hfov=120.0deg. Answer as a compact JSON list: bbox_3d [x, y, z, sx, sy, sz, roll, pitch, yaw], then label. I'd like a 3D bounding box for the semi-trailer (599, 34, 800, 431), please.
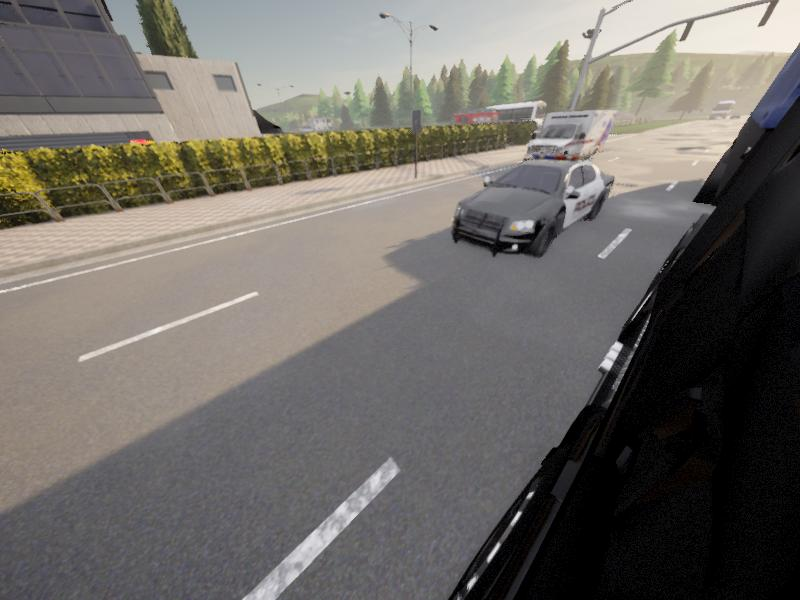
[{"bbox_3d":[8.649,-3.651,4.258,14.254,4.402,2.717,-29,44,-30],"label":"semi-trailer"}]

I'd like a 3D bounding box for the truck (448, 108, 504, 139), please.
[{"bbox_3d":[12.482,-29.672,39.064,2.891,3.827,8.468,-28,44,-29],"label":"truck"}]

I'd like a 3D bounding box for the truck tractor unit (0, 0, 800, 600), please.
[{"bbox_3d":[2.645,-0.295,0.351,6.516,4.208,3.053,-28,44,-30],"label":"truck tractor unit"}]

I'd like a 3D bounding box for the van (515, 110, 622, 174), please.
[{"bbox_3d":[9.557,-9.078,13.061,6.366,2.431,2.351,-29,44,-30],"label":"van"}]

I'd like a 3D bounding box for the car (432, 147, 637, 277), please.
[{"bbox_3d":[3.269,-2.489,5.474,4.974,1.542,2.038,-29,44,-30],"label":"car"}]

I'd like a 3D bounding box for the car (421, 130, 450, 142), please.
[{"bbox_3d":[5.691,-26.865,37.765,1.812,1.442,4.674,-28,44,-29],"label":"car"}]

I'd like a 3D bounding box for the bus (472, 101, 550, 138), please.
[{"bbox_3d":[17.696,-29.401,38.000,3.944,4.253,10.273,-28,43,-29],"label":"bus"}]
